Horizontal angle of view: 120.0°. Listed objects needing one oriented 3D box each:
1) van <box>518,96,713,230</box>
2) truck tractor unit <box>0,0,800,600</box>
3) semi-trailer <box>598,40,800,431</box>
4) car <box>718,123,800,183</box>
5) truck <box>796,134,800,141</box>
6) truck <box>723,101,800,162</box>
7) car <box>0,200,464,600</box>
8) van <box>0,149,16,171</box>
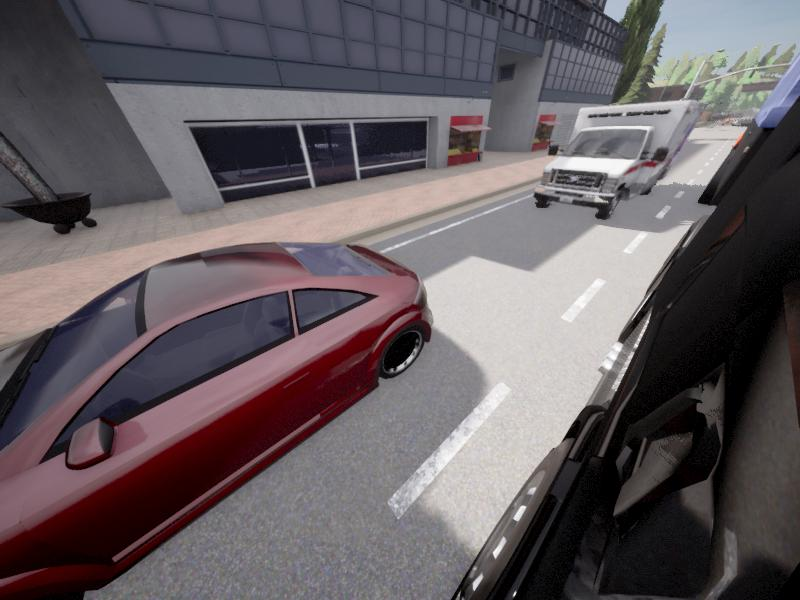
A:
[{"bbox_3d":[6.751,-4.490,7.194,6.366,2.431,2.351,-28,44,-30],"label":"van"},{"bbox_3d":[2.645,-0.295,0.351,6.516,4.208,3.053,-28,44,-30],"label":"truck tractor unit"},{"bbox_3d":[8.696,-3.607,4.230,14.254,4.402,2.717,-28,44,-30],"label":"semi-trailer"},{"bbox_3d":[15.840,-6.295,9.679,4.611,1.667,2.242,-28,44,-30],"label":"car"},{"bbox_3d":[35.418,-14.288,18.484,5.204,2.467,2.627,-29,44,-29],"label":"truck"},{"bbox_3d":[21.408,-9.573,13.044,5.204,2.467,2.627,-28,44,-30],"label":"truck"},{"bbox_3d":[-1.650,0.424,2.034,4.181,1.385,1.994,-28,44,-30],"label":"car"},{"bbox_3d":[-45.710,-15.461,25.044,1.988,2.561,5.915,-28,44,-30],"label":"van"}]
